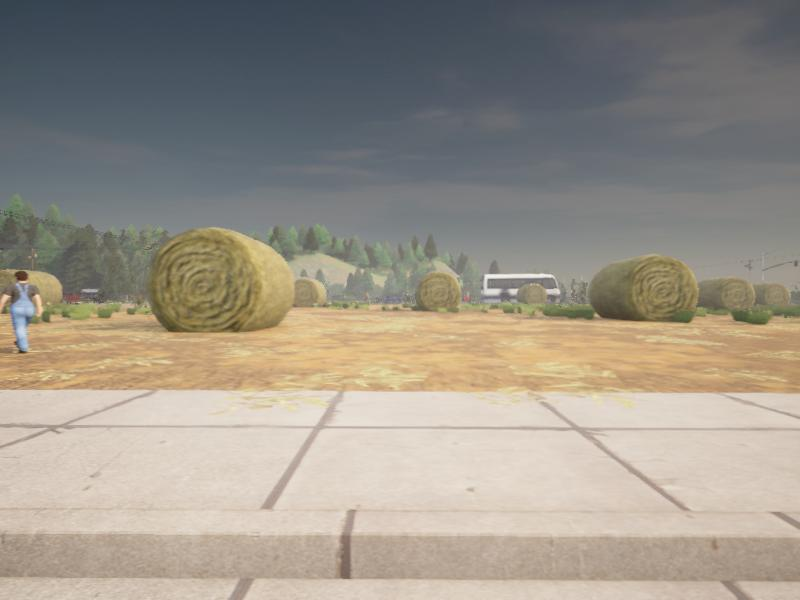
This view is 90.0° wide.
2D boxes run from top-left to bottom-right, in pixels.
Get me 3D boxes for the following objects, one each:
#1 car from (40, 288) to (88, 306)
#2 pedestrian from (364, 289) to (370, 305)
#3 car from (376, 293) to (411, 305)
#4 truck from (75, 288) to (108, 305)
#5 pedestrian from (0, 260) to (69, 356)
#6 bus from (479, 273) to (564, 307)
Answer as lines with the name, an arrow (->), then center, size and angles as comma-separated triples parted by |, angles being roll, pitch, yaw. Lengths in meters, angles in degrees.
car -> -36.066, -0.296, 43.084 | 1.905, 1.878, 3.866 | 0, 0, 1
pedestrian -> -4.072, -0.368, 49.087 | 0.751, 1.860, 0.751 | 0, 0, -2
car -> -0.939, -0.102, 58.028 | 4.856, 1.649, 2.033 | 0, 0, 4
truck -> -39.755, -0.459, 51.716 | 2.390, 2.098, 6.274 | 2, 0, -28
pedestrian -> -5.568, 0.109, 5.956 | 0.751, 1.300, 0.751 | 0, 0, 29
bus -> 16.001, -1.306, 53.485 | 10.273, 4.253, 3.944 | 0, 0, 4
